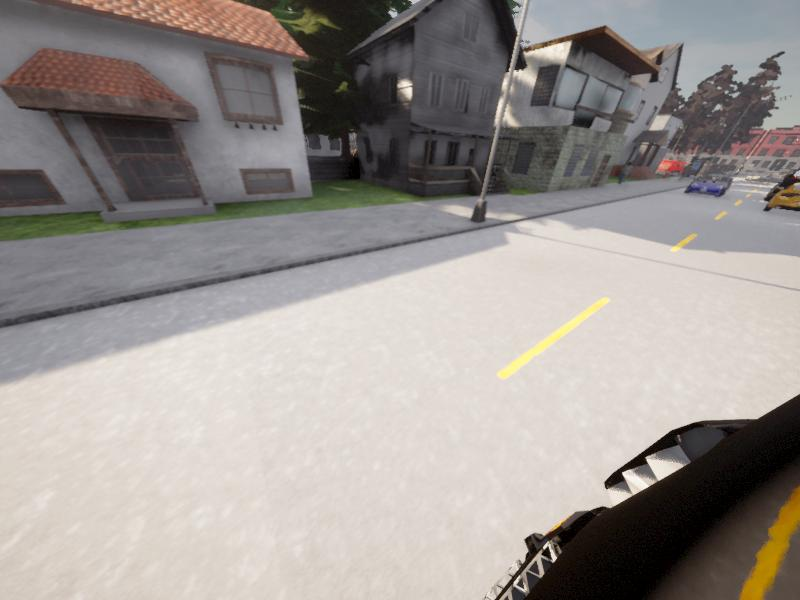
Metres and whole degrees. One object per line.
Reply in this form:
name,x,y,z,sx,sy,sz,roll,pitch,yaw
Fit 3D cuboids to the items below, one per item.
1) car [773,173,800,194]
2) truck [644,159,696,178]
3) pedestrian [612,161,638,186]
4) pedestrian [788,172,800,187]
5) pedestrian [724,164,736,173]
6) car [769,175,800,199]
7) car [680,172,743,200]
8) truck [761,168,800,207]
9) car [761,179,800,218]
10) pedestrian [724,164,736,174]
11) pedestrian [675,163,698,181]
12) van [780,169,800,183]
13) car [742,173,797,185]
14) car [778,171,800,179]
car,40.643,-11.999,23.693,3.988,1.617,1.851,-18,39,-29
truck,48.738,-23.889,41.788,2.627,2.467,5.204,-19,39,-29
pedestrian,19.545,-11.009,20.088,0.751,1.860,0.751,-19,39,-29
pedestrian,52.550,-15.935,30.264,0.751,1.860,0.751,23,38,27
pedestrian,88.317,-35.213,61.822,0.751,1.860,0.751,21,38,25
car,35.094,-10.019,20.372,4.902,1.511,2.128,-19,39,-29
car,24.053,-8.910,17.825,4.514,1.525,2.007,-19,39,-29
truck,28.734,-8.069,16.415,6.274,2.098,2.390,-19,39,-29
car,22.567,-5.719,12.910,5.008,1.535,1.882,-19,39,-29
pedestrian,78.119,-31.031,54.744,0.751,1.860,0.751,-18,39,-28
pedestrian,34.586,-15.442,27.923,0.751,1.860,0.751,-3,34,-10
van,72.821,-22.985,42.764,4.442,1.987,1.775,-19,39,-29
car,57.981,-19.059,36.321,4.718,1.301,1.895,6,34,4
car,94.600,-30.113,55.575,5.366,1.575,1.801,-8,35,-16
